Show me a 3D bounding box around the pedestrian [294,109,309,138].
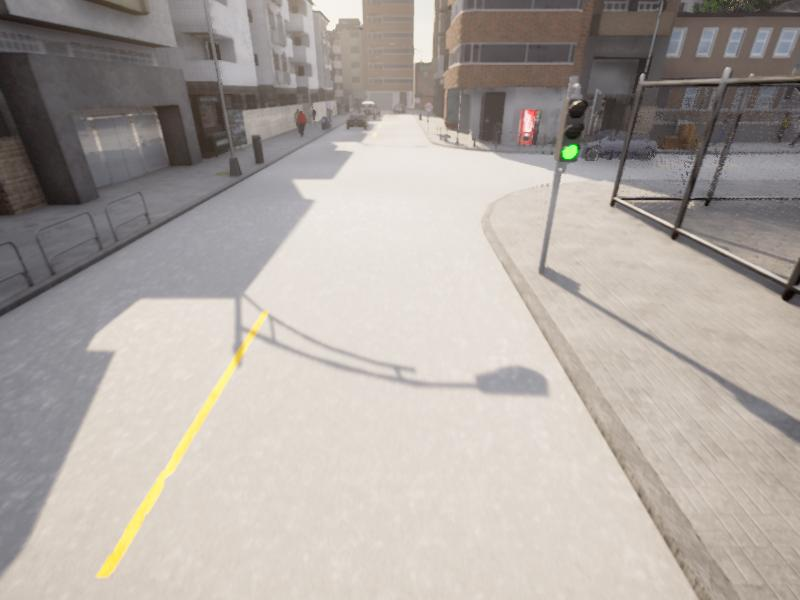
[{"bbox_3d":[-7.067,-12.682,28.724,0.751,1.860,0.751,-2,27,-3],"label":"pedestrian"}]

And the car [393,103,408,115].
[{"bbox_3d":[0.076,-32.916,68.760,2.033,1.649,4.856,3,28,7],"label":"car"}]

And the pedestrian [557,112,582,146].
[{"bbox_3d":[10.170,-10.305,24.090,0.751,1.860,0.751,-10,29,-18],"label":"pedestrian"}]

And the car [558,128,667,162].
[{"bbox_3d":[10.519,-7.782,20.053,4.181,1.385,1.994,-1,27,-2],"label":"car"}]

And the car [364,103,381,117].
[{"bbox_3d":[-3.968,-27.633,58.066,2.242,1.667,4.611,0,28,0],"label":"car"}]

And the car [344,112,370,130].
[{"bbox_3d":[-3.995,-17.016,37.978,1.895,1.301,4.718,0,27,0],"label":"car"}]

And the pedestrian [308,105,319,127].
[{"bbox_3d":[-8.157,-17.341,37.719,0.751,1.860,0.751,-7,28,-13],"label":"pedestrian"}]

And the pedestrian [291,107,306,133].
[{"bbox_3d":[-8.114,-14.386,32.015,0.751,1.860,0.751,0,27,-1],"label":"pedestrian"}]

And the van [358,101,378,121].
[{"bbox_3d":[-3.989,-23.685,50.049,2.069,2.038,4.480,0,27,0],"label":"van"}]
